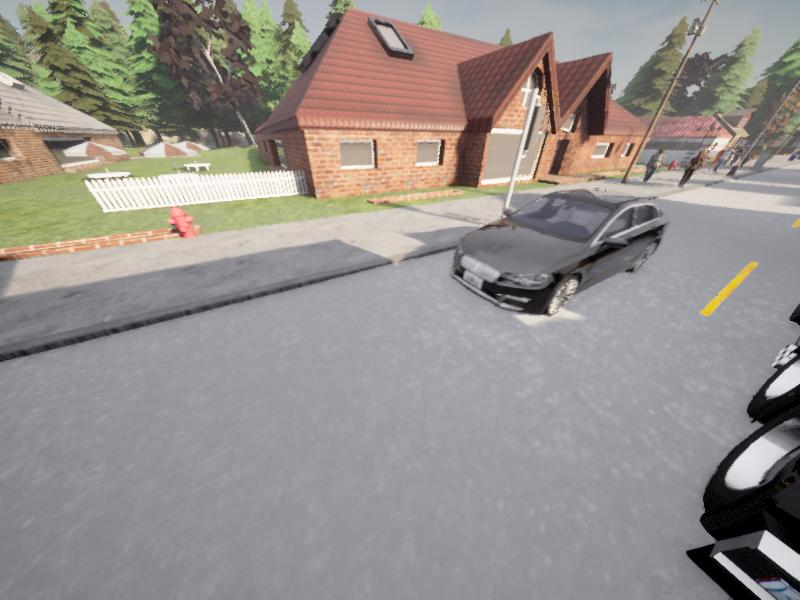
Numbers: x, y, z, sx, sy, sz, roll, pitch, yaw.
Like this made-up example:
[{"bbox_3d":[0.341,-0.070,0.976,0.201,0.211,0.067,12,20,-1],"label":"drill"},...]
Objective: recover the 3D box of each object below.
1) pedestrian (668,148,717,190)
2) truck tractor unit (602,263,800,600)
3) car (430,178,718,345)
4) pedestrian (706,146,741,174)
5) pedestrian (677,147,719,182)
[{"bbox_3d":[15.450,-6.940,12.251,0.751,1.860,0.751,-22,40,-28],"label":"pedestrian"},{"bbox_3d":[5.109,-0.304,0.783,6.516,4.208,3.053,-18,39,-24],"label":"truck tractor unit"},{"bbox_3d":[3.261,-1.228,4.471,4.902,1.511,2.128,-18,39,-24],"label":"car"},{"bbox_3d":[25.840,-11.227,18.497,0.751,1.860,0.751,-20,40,-26],"label":"pedestrian"},{"bbox_3d":[18.957,-8.646,14.732,0.751,1.860,0.751,-19,39,-25],"label":"pedestrian"}]
